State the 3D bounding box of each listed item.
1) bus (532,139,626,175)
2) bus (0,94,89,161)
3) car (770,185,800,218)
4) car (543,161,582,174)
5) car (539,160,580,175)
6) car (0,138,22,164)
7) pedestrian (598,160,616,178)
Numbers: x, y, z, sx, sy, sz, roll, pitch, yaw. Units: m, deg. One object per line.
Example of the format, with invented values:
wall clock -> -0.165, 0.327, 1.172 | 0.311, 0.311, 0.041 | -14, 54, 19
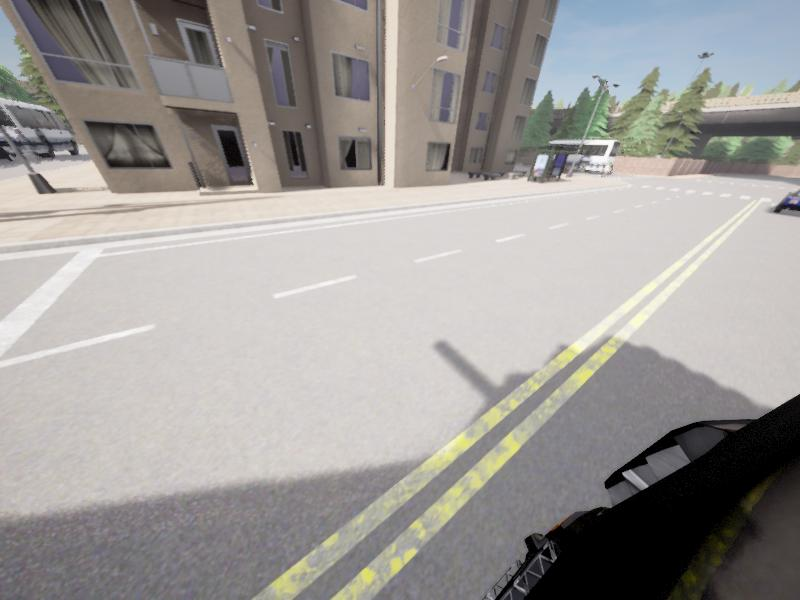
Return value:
bus -> 27.615, -22.782, 36.646 | 3.944, 4.253, 10.273 | -18, 39, -29
bus -> -34.334, -15.420, 20.883 | 3.944, 4.253, 10.273 | -19, 39, -29
car -> 22.826, -5.459, 12.812 | 4.718, 1.301, 1.895 | -19, 39, -29
car -> 24.862, -20.395, 35.440 | 1.994, 1.385, 4.181 | -19, 39, -30
car -> 22.628, -18.925, 32.945 | 1.816, 1.474, 4.193 | -19, 39, -30
car -> -29.749, -10.516, 16.271 | 1.845, 1.501, 3.633 | -19, 39, -29
pedestrian -> 25.459, -16.076, 28.448 | 0.751, 1.860, 0.751 | 2, 33, -1
